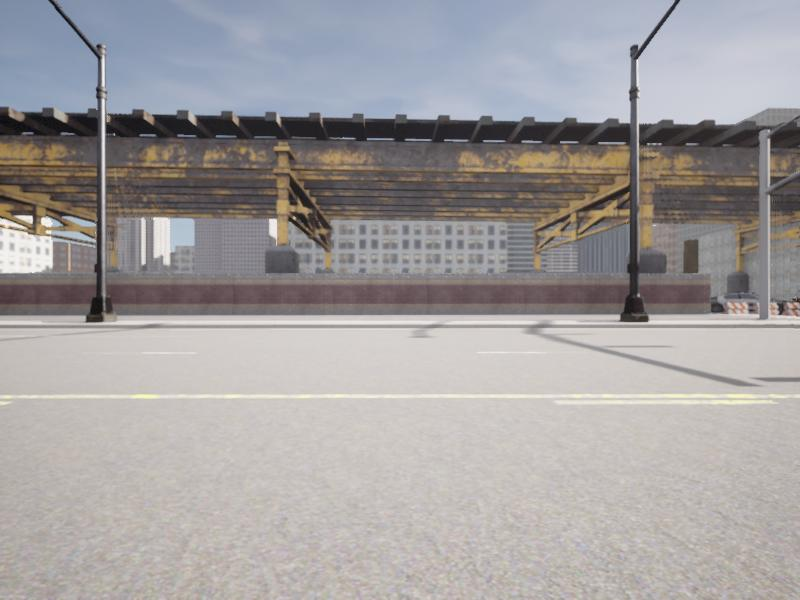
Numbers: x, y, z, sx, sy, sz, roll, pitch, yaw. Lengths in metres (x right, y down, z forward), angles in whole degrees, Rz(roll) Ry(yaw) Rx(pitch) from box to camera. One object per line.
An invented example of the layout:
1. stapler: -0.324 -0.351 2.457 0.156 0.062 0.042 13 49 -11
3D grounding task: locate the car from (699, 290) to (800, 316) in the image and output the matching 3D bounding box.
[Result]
1. car: 23.381 0.185 26.920 4.974 1.542 2.038 0 0 43

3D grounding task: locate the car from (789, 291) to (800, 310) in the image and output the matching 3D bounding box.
1. car: 28.030 0.025 26.973 4.536 1.218 1.853 0 0 -37

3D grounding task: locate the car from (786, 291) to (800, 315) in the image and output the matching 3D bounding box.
1. car: 27.989 0.183 26.941 4.974 1.542 2.038 0 0 -37

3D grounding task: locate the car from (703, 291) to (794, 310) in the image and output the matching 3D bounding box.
1. car: 23.343 0.028 26.955 4.536 1.218 1.853 0 0 43
